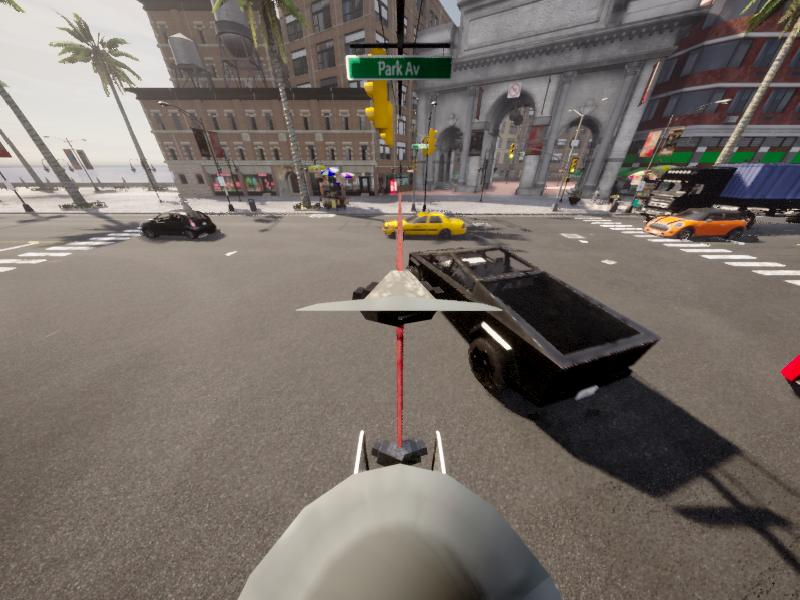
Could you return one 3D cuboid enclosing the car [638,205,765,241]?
[{"bbox_3d":[18.973,-4.975,14.827,4.553,1.767,2.097,0,30,1],"label":"car"}]

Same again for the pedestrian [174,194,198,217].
[{"bbox_3d":[-19.234,-8.485,20.793,0.751,1.860,0.751,-2,30,-3],"label":"pedestrian"}]

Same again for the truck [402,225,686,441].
[{"bbox_3d":[2.196,-0.207,6.265,2.390,2.098,6.274,-9,31,-15],"label":"truck"}]

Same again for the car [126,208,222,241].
[{"bbox_3d":[-14.432,-4.955,14.979,3.988,1.617,1.851,2,30,4],"label":"car"}]

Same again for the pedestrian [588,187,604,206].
[{"bbox_3d":[22.108,-11.713,26.080,0.751,1.860,0.751,25,38,36],"label":"pedestrian"}]

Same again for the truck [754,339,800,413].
[{"bbox_3d":[8.274,2.301,0.195,2.891,3.827,8.468,5,30,9],"label":"truck"}]

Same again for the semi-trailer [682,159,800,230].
[{"bbox_3d":[30.730,-7.657,16.851,14.254,4.402,2.717,1,30,2],"label":"semi-trailer"}]

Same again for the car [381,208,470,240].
[{"bbox_3d":[1.537,-4.979,15.050,5.366,1.575,1.801,0,30,1],"label":"car"}]

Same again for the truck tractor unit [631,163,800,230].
[{"bbox_3d":[22.822,-7.709,17.138,6.516,4.208,3.053,1,30,1],"label":"truck tractor unit"}]
